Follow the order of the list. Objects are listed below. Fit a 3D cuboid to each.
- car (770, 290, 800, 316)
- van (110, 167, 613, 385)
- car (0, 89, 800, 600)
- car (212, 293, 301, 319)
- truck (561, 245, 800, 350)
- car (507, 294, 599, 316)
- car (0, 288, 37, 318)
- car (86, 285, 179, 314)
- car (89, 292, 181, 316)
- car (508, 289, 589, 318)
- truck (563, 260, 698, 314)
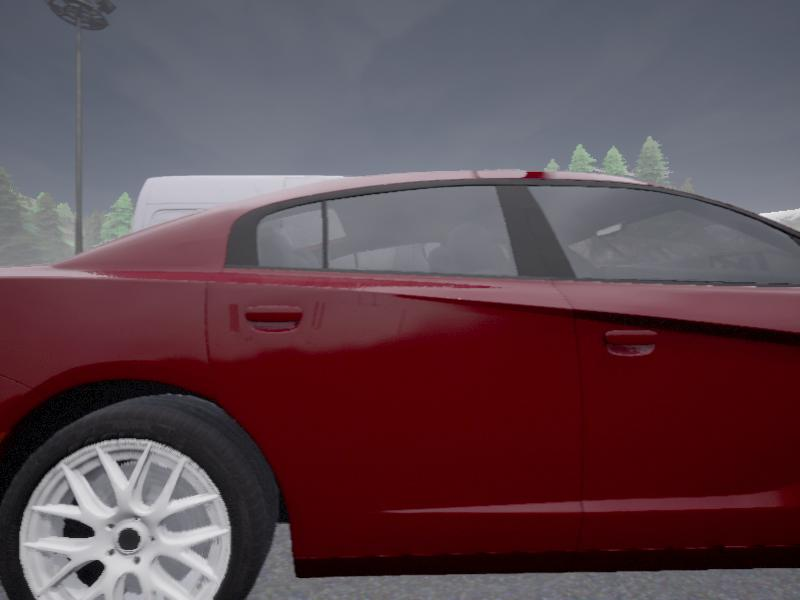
[{"bbox_3d":[28.087,0.174,26.699,4.856,1.649,2.033,0,0,0],"label":"car"},{"bbox_3d":[-0.449,-0.278,5.697,5.915,2.561,1.988,0,0,0],"label":"van"},{"bbox_3d":[0.669,0.223,2.043,5.008,1.535,1.882,0,0,-2],"label":"car"},{"bbox_3d":[-7.867,0.309,22.113,4.181,1.385,1.994,0,0,10],"label":"car"},{"bbox_3d":[7.311,-0.058,9.200,6.274,2.098,2.390,0,0,0],"label":"truck"},{"bbox_3d":[10.111,0.294,26.701,5.357,1.411,2.033,0,0,0],"label":"car"},{"bbox_3d":[-24.535,0.182,23.200,5.027,1.651,2.152,0,0,0],"label":"car"},{"bbox_3d":[-20.054,-0.031,30.207,5.566,2.045,2.150,0,0,-1],"label":"car"},{"bbox_3d":[-17.566,0.245,26.700,4.892,1.490,1.837,0,0,0],"label":"car"},{"bbox_3d":[8.523,0.188,23.203,3.988,1.617,1.851,0,0,0],"label":"car"},{"bbox_3d":[17.161,-0.924,30.206,8.468,3.827,2.891,0,0,0],"label":"truck"}]
